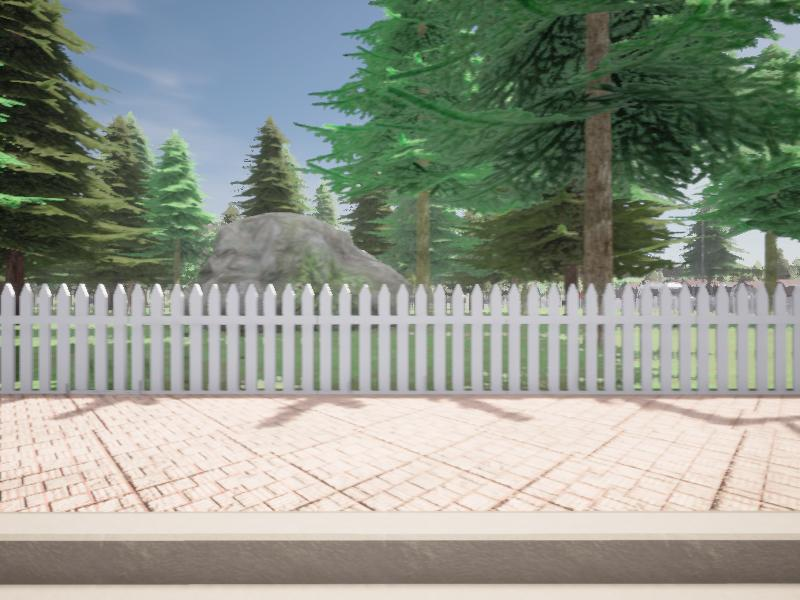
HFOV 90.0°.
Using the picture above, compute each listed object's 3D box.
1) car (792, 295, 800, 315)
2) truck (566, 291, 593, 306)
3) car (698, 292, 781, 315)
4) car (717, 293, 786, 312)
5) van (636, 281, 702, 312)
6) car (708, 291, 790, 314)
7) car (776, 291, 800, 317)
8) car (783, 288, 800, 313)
[{"bbox_3d":[27.159,0.334,24.396,1.895,1.301,4.718,0,0,1],"label":"car"},{"bbox_3d":[31.813,-0.256,71.235,2.627,2.467,5.204,0,0,1],"label":"truck"},{"bbox_3d":[23.754,0.236,28.307,1.837,1.490,4.892,0,0,1],"label":"car"},{"bbox_3d":[30.933,0.212,35.451,1.882,1.535,5.008,0,0,1],"label":"car"},{"bbox_3d":[23.940,-0.286,35.960,1.988,2.561,5.915,0,0,1],"label":"van"},{"bbox_3d":[27.337,0.171,31.607,2.152,1.651,5.027,0,0,1],"label":"car"},{"bbox_3d":[23.592,0.236,21.748,1.837,1.490,4.892,0,0,1],"label":"car"},{"bbox_3d":[30.779,0.035,29.250,1.905,1.878,3.866,0,0,2],"label":"car"}]
